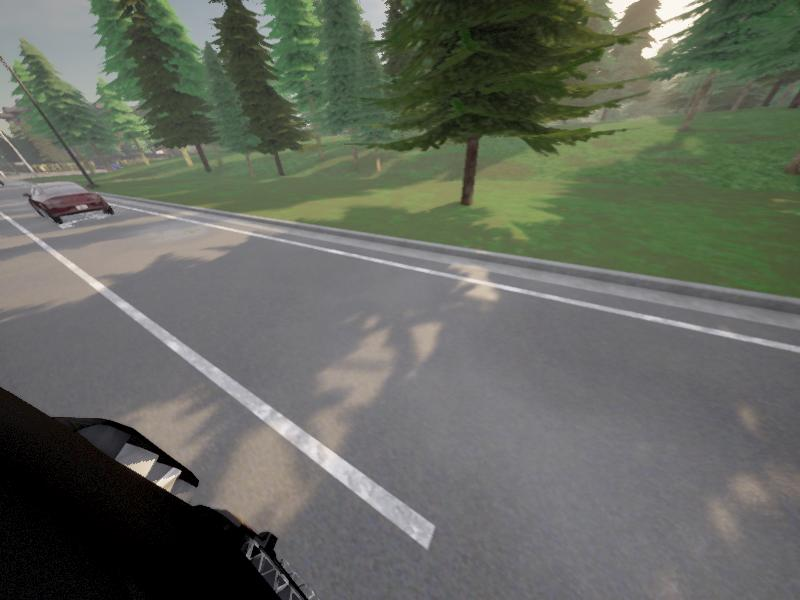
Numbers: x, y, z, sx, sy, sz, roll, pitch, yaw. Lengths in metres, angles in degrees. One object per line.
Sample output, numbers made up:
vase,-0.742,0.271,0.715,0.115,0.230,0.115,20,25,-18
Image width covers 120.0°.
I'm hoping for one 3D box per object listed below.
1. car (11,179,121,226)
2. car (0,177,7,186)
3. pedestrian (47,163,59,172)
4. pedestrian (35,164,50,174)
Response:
car,-15.466,-4.643,10.700,4.674,1.442,1.812,16,38,26
car,-53.869,-15.749,30.034,5.238,1.638,1.930,15,38,26
pedestrian,-90.755,-34.623,60.416,0.751,1.860,0.751,16,38,26
pedestrian,-76.397,-27.946,49.381,0.751,1.860,0.751,12,37,21
